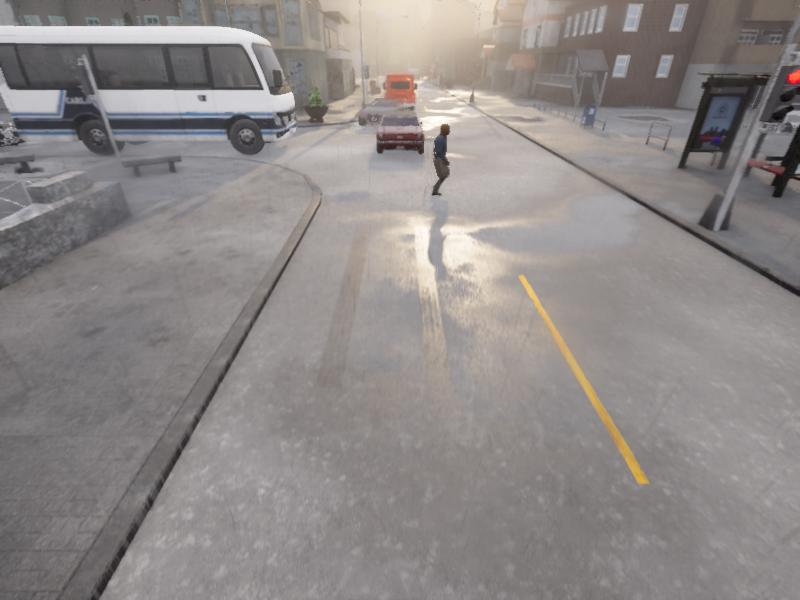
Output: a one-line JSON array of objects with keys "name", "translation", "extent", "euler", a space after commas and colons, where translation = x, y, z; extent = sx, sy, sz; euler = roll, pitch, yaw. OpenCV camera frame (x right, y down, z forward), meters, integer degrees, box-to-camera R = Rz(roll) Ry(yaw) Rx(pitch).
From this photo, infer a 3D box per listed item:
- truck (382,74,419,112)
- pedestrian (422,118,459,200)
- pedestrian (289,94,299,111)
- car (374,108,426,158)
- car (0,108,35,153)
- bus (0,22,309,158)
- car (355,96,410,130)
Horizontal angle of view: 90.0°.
[{"name": "truck", "translation": [0.016, -16.412, 31.550], "extent": [2.627, 2.467, 5.204], "euler": [0, 30, 0]}, {"name": "pedestrian", "translation": [1.026, -3.603, 10.236], "extent": [0.751, 1.860, 0.751], "euler": [7, 31, 11]}, {"name": "pedestrian", "translation": [-7.774, -14.465, 29.331], "extent": [0.500, 1.100, 0.500], "euler": [-14, 33, -22]}, {"name": "car", "translation": [0.010, -7.165, 16.916], "extent": [1.895, 1.301, 4.718], "euler": [0, 30, 0]}, {"name": "car", "translation": [-17.992, -6.969, 16.398], "extent": [3.806, 1.475, 1.970], "euler": [0, 30, 0]}, {"name": "bus", "translation": [-9.373, -8.258, 15.857], "extent": [10.273, 4.253, 3.944], "euler": [0, 30, -1]}, {"name": "car", "translation": [-0.906, -11.044, 23.459], "extent": [1.994, 1.385, 4.181], "euler": [8, 31, 13]}]
